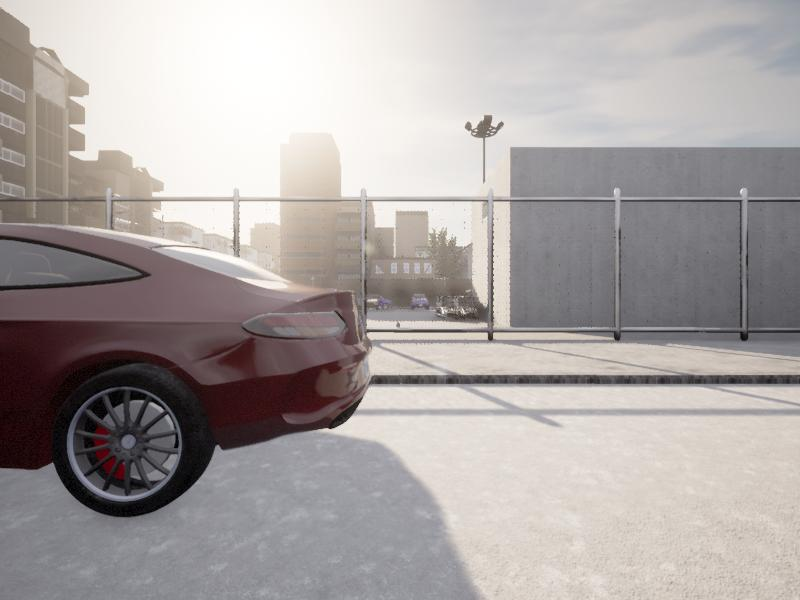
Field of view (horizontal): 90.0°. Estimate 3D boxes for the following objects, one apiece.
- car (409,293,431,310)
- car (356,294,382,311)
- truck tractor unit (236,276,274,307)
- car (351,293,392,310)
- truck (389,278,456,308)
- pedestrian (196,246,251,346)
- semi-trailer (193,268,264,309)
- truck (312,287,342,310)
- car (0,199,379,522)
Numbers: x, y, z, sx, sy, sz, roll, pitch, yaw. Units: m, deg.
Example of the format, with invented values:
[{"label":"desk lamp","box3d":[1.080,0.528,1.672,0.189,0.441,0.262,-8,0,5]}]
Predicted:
[{"label":"car","box3d":[1.852,0.156,37.981,1.845,1.501,3.633,0,0,0]},{"label":"car","box3d":[-2.827,0.218,37.564,2.033,1.415,5.357,0,0,0]},{"label":"truck tractor unit","box3d":[-20.723,-1.123,57.686,3.053,4.208,6.516,0,0,0]},{"label":"car","box3d":[-2.600,0.146,37.405,3.705,1.547,1.789,0,0,0]},{"label":"truck","box3d":[2.810,-0.920,52.013,8.468,3.827,2.891,0,0,0]},{"label":"pedestrian","box3d":[-3.459,-0.075,7.881,0.751,1.860,0.751,0,0,0]},{"label":"semi-trailer","box3d":[-20.712,-1.218,49.772,2.717,4.402,14.254,0,0,0]},{"label":"truck","box3d":[-6.788,-0.094,37.725,2.069,2.038,4.478,0,0,0]},{"label":"car","box3d":[-2.524,0.270,2.687,4.674,1.442,1.812,0,0,0]}]
